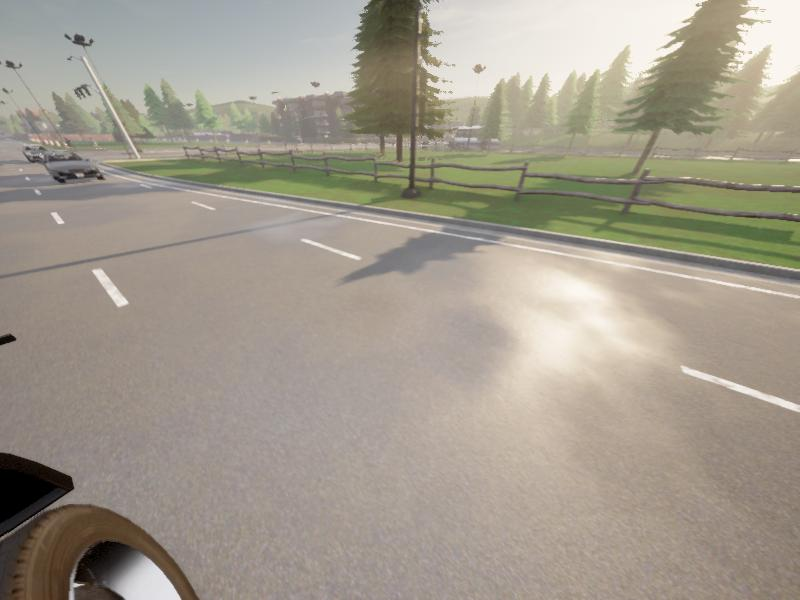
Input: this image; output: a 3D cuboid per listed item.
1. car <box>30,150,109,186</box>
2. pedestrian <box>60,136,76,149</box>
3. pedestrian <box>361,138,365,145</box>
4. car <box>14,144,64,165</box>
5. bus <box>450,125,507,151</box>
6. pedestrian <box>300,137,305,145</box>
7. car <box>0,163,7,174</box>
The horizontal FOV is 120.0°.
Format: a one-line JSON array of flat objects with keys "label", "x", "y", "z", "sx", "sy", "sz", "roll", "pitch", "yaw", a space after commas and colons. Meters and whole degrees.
[{"label": "car", "x": -19.273, "y": -7.781, "z": 13.480, "sx": 4.193, "sy": 1.474, "sz": 1.816, "roll": 22, "pitch": 41, "yaw": 28}, {"label": "pedestrian", "x": -58.607, "y": -27.749, "z": 40.783, "sx": 0.751, "sy": 1.860, "sz": 0.751, "roll": 22, "pitch": 40, "yaw": 27}, {"label": "pedestrian", "x": -13.049, "y": -56.206, "z": 81.800, "sx": 0.751, "sy": 1.860, "sz": 0.751, "roll": 18, "pitch": 39, "yaw": 23}, {"label": "car", "x": -34.926, "y": -14.163, "z": 22.382, "sx": 3.806, "sy": 1.475, "sz": 1.970, "roll": 22, "pitch": 41, "yaw": 28}, {"label": "bus", "x": 16.675, "y": -34.788, "z": 49.681, "sx": 10.273, "sy": 4.253, "sz": 3.944, "roll": 22, "pitch": 41, "yaw": 28}, {"label": "pedestrian", "x": -29.506, "y": -48.194, "z": 70.028, "sx": 0.751, "sy": 1.860, "sz": 0.751, "roll": 23, "pitch": 41, "yaw": 29}, {"label": "car", "x": -30.421, "y": -9.876, "z": 16.319, "sx": 4.902, "sy": 1.511, "sz": 2.128, "roll": 22, "pitch": 41, "yaw": 28}]
